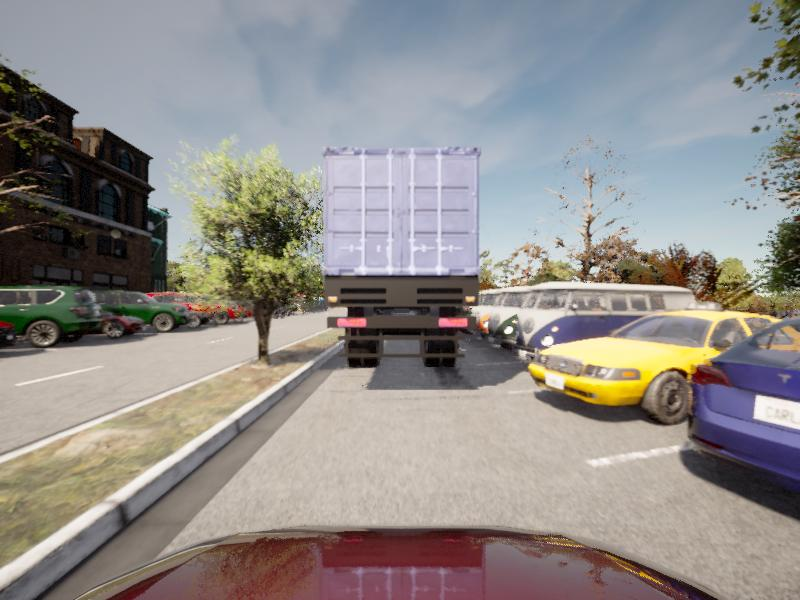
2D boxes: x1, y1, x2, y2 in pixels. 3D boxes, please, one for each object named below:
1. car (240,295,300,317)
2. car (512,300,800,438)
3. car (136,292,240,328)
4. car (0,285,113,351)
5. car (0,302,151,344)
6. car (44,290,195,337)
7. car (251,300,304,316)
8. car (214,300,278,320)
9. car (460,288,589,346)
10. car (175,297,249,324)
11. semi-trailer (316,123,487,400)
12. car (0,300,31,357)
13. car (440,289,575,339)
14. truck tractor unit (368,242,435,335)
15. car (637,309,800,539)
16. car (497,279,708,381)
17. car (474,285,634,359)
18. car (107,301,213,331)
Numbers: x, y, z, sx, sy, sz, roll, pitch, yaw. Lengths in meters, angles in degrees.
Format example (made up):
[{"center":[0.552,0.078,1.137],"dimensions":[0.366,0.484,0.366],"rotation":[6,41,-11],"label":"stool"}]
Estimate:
[{"center":[-13.154,0.577,40.517],"dimensions":[5.566,2.045,2.435],"rotation":[-1,0,-19],"label":"car"},{"center":[4.667,0.828,6.443],"dimensions":[5.366,1.575,1.946],"rotation":[1,0,-20],"label":"car"},{"center":[-13.232,0.576,25.477],"dimensions":[5.566,2.045,2.435],"rotation":[-1,0,-20],"label":"car"},{"center":[-13.345,0.567,13.422],"dimensions":[5.566,2.045,2.435],"rotation":[-1,0,-20],"label":"car"},{"center":[-13.275,0.849,16.455],"dimensions":[4.792,1.488,2.163],"rotation":[-1,0,-20],"label":"car"},{"center":[-13.266,0.571,19.463],"dimensions":[5.566,2.045,2.435],"rotation":[-1,0,-20],"label":"car"},{"center":[-13.275,0.815,43.493],"dimensions":[5.366,1.575,1.946],"rotation":[-1,1,-20],"label":"car"},{"center":[-13.185,0.835,34.491],"dimensions":[5.008,1.535,2.097],"rotation":[-1,0,-19],"label":"car"},{"center":[4.772,0.611,15.396],"dimensions":[4.442,1.987,1.878],"rotation":[1,0,-20],"label":"car"},{"center":[-13.202,0.704,28.473],"dimensions":[4.553,1.767,2.185],"rotation":[-1,0,-20],"label":"car"},{"center":[0.051,-0.612,13.499],"dimensions":[2.717,4.402,14.254],"rotation":[0,0,0],"label":"semi-trailer"},{"center":[-13.336,0.815,10.432],"dimensions":[5.008,1.535,2.097],"rotation":[-1,0,-20],"label":"car"},{"center":[4.921,0.589,18.427],"dimensions":[5.566,2.045,2.435],"rotation":[1,0,-20],"label":"car"},{"center":[0.082,-0.513,21.416],"dimensions":[3.053,4.208,6.516],"rotation":[0,0,0],"label":"truck tractor unit"},{"center":[4.856,0.861,3.545],"dimensions":[4.792,1.488,2.163],"rotation":[1,0,-20],"label":"car"},{"center":[4.750,0.607,9.441],"dimensions":[4.442,1.987,1.878],"rotation":[1,0,-20],"label":"car"},{"center":[4.761,0.609,12.419],"dimensions":[4.442,1.987,1.878],"rotation":[1,0,-20],"label":"car"},{"center":[-13.245,0.854,22.467],"dimensions":[4.792,1.488,2.163],"rotation":[-1,0,-20],"label":"car"}]
